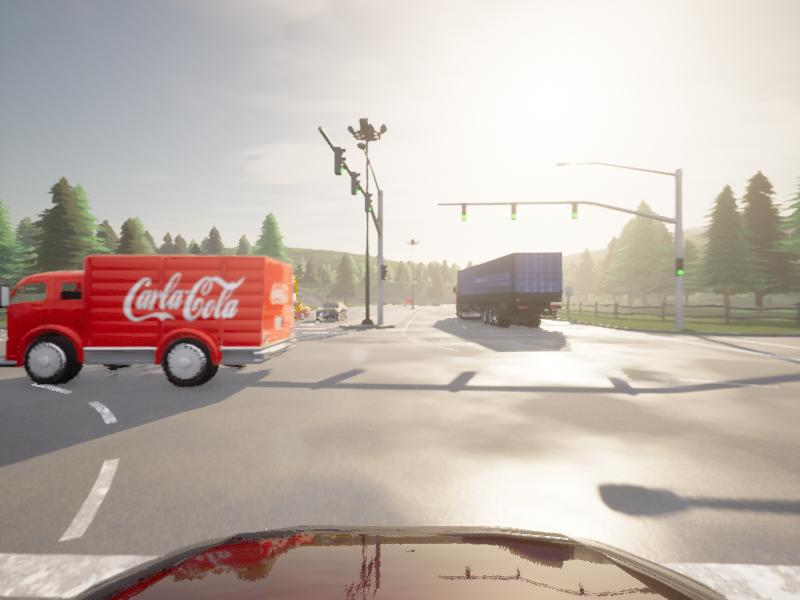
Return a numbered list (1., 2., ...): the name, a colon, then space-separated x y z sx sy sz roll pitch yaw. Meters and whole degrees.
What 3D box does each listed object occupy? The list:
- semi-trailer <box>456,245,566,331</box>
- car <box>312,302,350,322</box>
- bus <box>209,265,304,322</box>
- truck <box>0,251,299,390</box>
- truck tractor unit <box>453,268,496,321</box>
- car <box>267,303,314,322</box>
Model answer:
1. semi-trailer: 6.726 -0.579 27.719 2.717 4.402 14.254 0 0 -4
2. car: -5.360 0.901 31.845 1.837 1.490 4.892 0 0 4
3. bus: -12.013 -0.467 35.117 3.944 4.253 10.273 0 0 4
4. truck: -5.069 0.373 8.449 5.204 2.467 2.627 0 0 0
5. truck tractor unit: 6.464 -0.465 35.614 3.053 4.208 6.516 0 0 4
6. car: -8.800 0.955 32.790 2.033 1.411 5.357 0 0 4
